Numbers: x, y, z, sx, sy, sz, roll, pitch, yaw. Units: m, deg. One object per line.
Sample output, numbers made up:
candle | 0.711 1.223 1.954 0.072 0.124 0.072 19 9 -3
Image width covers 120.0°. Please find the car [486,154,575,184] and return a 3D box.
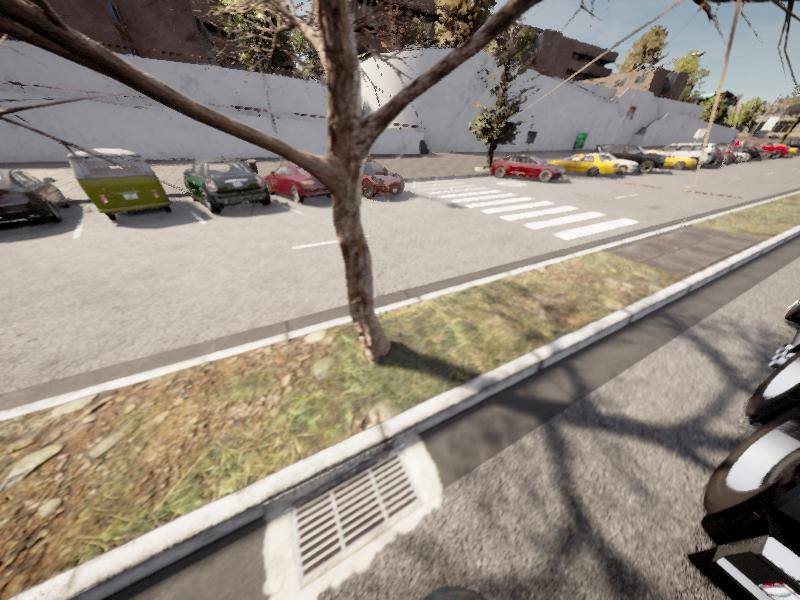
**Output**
car | 8.863 -9.248 16.090 4.792 1.488 2.163 28 43 35

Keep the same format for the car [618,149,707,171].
car | 25.180 -13.692 22.459 5.366 1.575 1.946 28 43 35

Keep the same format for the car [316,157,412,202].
car | -1.935 -6.292 11.754 4.792 1.488 2.163 28 43 35

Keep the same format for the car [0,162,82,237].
car | -12.706 -3.379 7.431 4.892 1.521 2.231 28 44 35

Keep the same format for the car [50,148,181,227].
car | -10.112 -4.348 8.450 4.442 1.987 1.878 28 44 35

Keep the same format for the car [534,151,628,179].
car | 14.105 -10.835 18.357 5.366 1.575 1.946 28 44 35

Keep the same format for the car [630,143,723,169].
car | 27.725 -14.737 23.510 5.566 2.045 2.435 28 44 35

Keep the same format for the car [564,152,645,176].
car | 16.942 -11.477 19.363 4.674 1.452 2.002 28 43 35

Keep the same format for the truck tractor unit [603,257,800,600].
truck tractor unit | 5.097 -0.315 0.796 6.516 4.208 3.053 -19 39 -25

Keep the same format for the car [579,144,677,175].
car | 19.670 -12.451 20.263 5.566 2.045 2.435 28 43 35

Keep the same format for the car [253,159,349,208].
car | -4.659 -5.551 10.685 4.674 1.452 2.002 28 44 35

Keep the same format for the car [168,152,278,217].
car | -7.322 -4.943 9.500 4.553 1.767 2.185 28 44 35
